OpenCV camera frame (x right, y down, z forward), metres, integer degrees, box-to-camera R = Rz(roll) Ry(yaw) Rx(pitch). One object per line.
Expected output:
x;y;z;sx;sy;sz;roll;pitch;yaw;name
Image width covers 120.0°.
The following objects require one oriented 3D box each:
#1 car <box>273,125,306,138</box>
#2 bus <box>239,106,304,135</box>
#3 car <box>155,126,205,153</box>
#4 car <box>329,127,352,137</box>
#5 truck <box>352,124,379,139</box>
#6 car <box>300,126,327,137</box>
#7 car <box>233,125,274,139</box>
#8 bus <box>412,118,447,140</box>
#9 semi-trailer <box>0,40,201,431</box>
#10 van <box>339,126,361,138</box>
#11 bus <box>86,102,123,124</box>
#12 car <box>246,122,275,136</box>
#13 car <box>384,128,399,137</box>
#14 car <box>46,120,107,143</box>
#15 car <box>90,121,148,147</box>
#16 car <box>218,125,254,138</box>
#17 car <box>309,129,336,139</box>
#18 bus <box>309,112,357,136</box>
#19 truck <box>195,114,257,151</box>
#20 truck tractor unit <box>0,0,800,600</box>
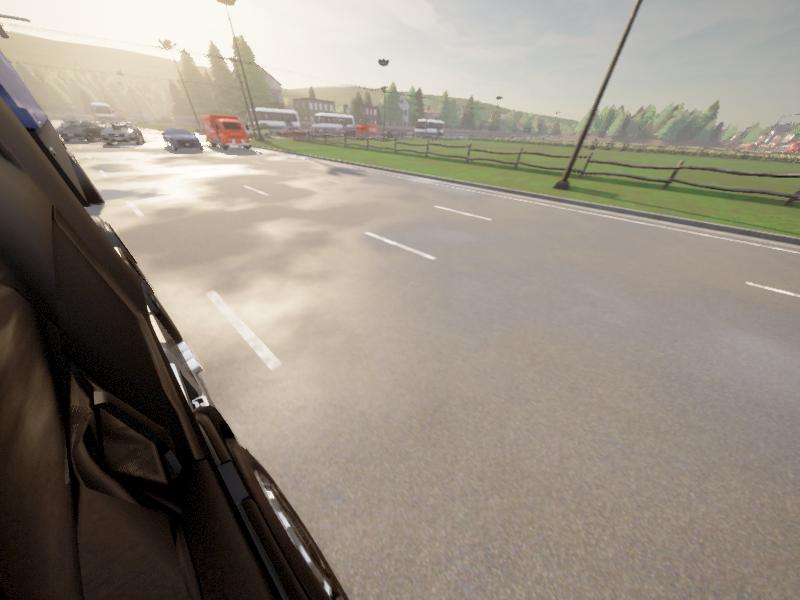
-19.773;-30.201;41.447;2.242;1.667;4.611;28;43;30;car
-25.948;-36.619;47.483;3.944;4.253;10.273;28;44;30;bus
-18.191;-13.356;19.084;5.008;1.535;1.882;32;46;33;car
-14.177;-40.351;55.416;4.611;1.667;2.242;-27;46;-34;car
-7.229;-35.855;49.184;2.627;2.467;5.204;28;43;30;truck
-17.798;-34.824;47.770;2.242;1.667;4.611;28;43;30;car
-21.745;-25.018;34.492;2.007;1.525;4.514;22;41;24;car
8.233;-47.058;63.714;3.944;4.253;10.273;28;43;30;bus
-8.682;-3.616;4.244;14.254;4.402;2.717;28;44;30;semi-trailer
-10.762;-36.516;50.233;1.775;1.987;4.442;28;43;30;van
-78.533;-49.823;61.750;3.944;4.253;10.273;-26;45;-33;bus
-26.343;-32.288;43.633;1.905;1.878;3.866;27;43;29;car
-2.296;-45.568;62.995;1.905;1.878;3.866;28;43;30;car
-29.096;-15.296;20.965;1.789;1.549;3.705;-17;41;-24;car
-24.740;-14.850;20.589;2.152;1.651;5.027;-21;43;-28;car
-25.019;-25.858;35.447;1.970;1.475;3.806;20;40;22;car
-14.266;-30.599;42.590;1.994;1.385;4.181;28;43;30;car
-16.353;-43.426;57.235;10.273;4.253;3.944;-25;44;-33;bus
-15.714;-15.165;20.890;5.204;2.467;2.627;31;45;32;truck
-2.645;-0.295;0.352;6.516;4.208;3.053;28;44;30;truck tractor unit
